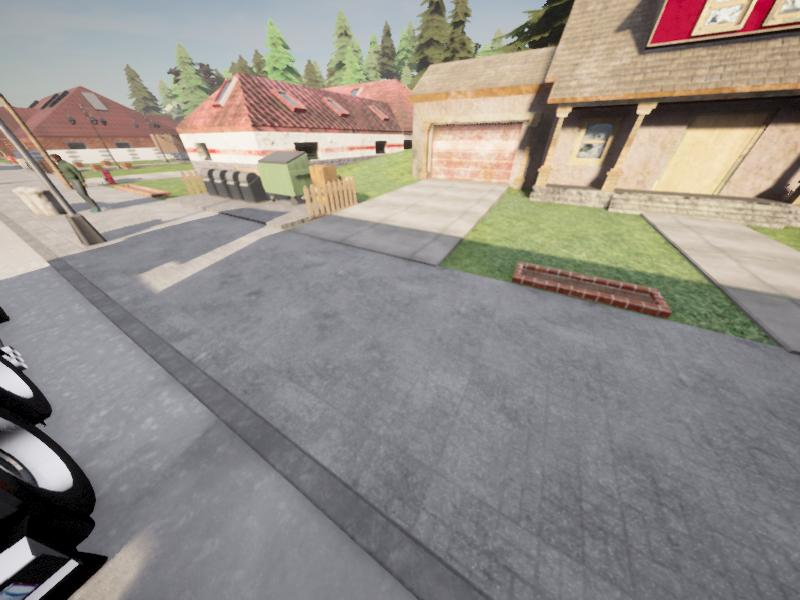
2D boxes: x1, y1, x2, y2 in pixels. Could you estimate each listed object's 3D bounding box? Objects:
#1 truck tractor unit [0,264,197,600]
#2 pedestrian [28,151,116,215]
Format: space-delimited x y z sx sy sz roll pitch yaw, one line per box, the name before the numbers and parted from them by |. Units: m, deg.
truck tractor unit | -5.117 -0.292 0.789 6.516 4.208 3.053 18 39 24
pedestrian | -11.170 -4.014 7.965 0.751 1.860 0.751 9 36 13
